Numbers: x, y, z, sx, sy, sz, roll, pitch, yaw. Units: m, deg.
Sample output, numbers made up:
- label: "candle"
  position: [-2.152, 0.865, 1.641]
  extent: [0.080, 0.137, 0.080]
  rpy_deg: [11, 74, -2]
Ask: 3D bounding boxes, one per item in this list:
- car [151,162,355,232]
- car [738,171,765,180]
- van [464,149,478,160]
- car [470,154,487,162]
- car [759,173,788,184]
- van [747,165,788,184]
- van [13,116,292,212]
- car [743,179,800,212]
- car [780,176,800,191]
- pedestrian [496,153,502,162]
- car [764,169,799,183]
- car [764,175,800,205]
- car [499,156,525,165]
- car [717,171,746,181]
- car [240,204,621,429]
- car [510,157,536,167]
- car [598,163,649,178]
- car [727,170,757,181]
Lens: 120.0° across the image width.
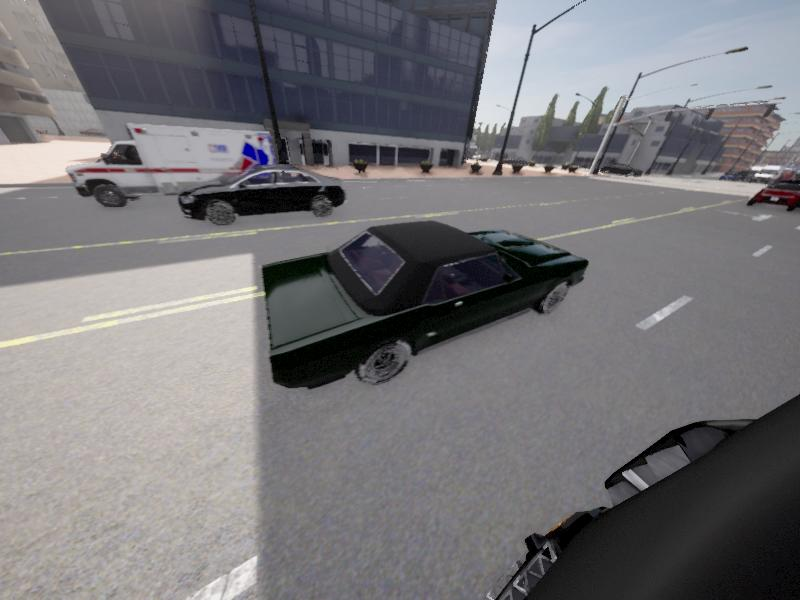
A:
- label: "car"
  position: [-4.251, -3.589, 7.658]
  extent: [4.902, 1.511, 2.128]
  rpy_deg: [-15, 37, -24]
- label: "car"
  position: [71.417, -25.328, 46.937]
  extent: [5.008, 1.535, 1.882]
  rpy_deg: [-15, 37, -24]
- label: "van"
  position: [22.231, -45.345, 72.057]
  extent: [1.988, 2.561, 5.915]
  rpy_deg: [21, 37, 25]
- label: "car"
  position: [21.191, -38.404, 62.310]
  extent: [2.007, 1.525, 4.514]
  rpy_deg: [-6, 34, -14]
- label: "car"
  position: [67.504, -21.991, 41.735]
  extent: [4.674, 1.442, 1.812]
  rpy_deg: [-15, 38, -24]
- label: "van"
  position: [61.188, -20.862, 38.484]
  extent: [5.915, 2.561, 1.988]
  rpy_deg: [-14, 37, -25]
- label: "van"
  position: [-8.017, -5.173, 8.930]
  extent: [6.366, 2.431, 2.351]
  rpy_deg: [-15, 37, -25]
- label: "car"
  position: [23.769, -6.546, 14.279]
  extent: [4.193, 1.474, 1.816]
  rpy_deg: [-15, 37, -25]
- label: "car"
  position: [51.685, -14.623, 29.172]
  extent: [4.181, 1.385, 1.994]
  rpy_deg: [-2, 34, -8]
- label: "pedestrian"
  position: [26.294, -37.881, 61.404]
  extent: [0.751, 1.860, 0.751]
  rpy_deg: [2, 33, -2]
- label: "car"
  position: [73.353, -23.842, 44.384]
  extent: [5.566, 2.045, 2.150]
  rpy_deg: [-15, 37, -24]
- label: "car"
  position: [29.832, -8.181, 17.094]
  extent: [5.238, 1.638, 1.930]
  rpy_deg: [-15, 37, -25]
- label: "car"
  position: [25.779, -32.233, 53.462]
  extent: [2.033, 1.411, 5.357]
  rpy_deg: [-12, 36, -23]
- label: "car"
  position: [58.856, -22.021, 41.006]
  extent: [4.193, 1.474, 1.816]
  rpy_deg: [-14, 37, -25]
- label: "car"
  position: [0.643, -0.388, 3.408]
  extent: [4.718, 1.301, 1.895]
  rpy_deg: [-15, 37, -25]
- label: "car"
  position: [25.346, -28.611, 47.811]
  extent: [1.816, 1.474, 4.193]
  rpy_deg: [-14, 37, -25]
- label: "car"
  position: [33.719, -19.736, 35.049]
  extent: [1.882, 1.535, 5.008]
  rpy_deg: [-16, 39, -27]
- label: "car"
  position: [64.996, -23.655, 43.876]
  extent: [5.238, 1.638, 1.930]
  rpy_deg: [-15, 37, -24]
